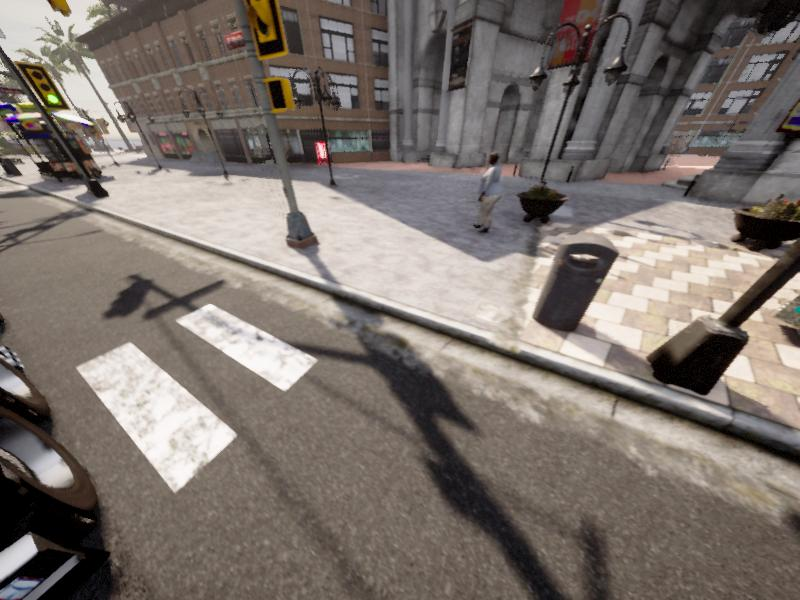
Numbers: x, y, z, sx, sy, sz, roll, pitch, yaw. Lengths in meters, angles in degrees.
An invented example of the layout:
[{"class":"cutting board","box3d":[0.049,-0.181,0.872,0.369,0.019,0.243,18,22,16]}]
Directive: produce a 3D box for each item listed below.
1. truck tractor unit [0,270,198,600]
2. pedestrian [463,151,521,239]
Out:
[{"class":"truck tractor unit","box3d":[-5.122,-0.290,0.764,6.516,4.208,3.053,18,39,24]},{"class":"pedestrian","box3d":[2.245,-2.609,5.780,0.751,1.860,0.751,26,43,33]}]
